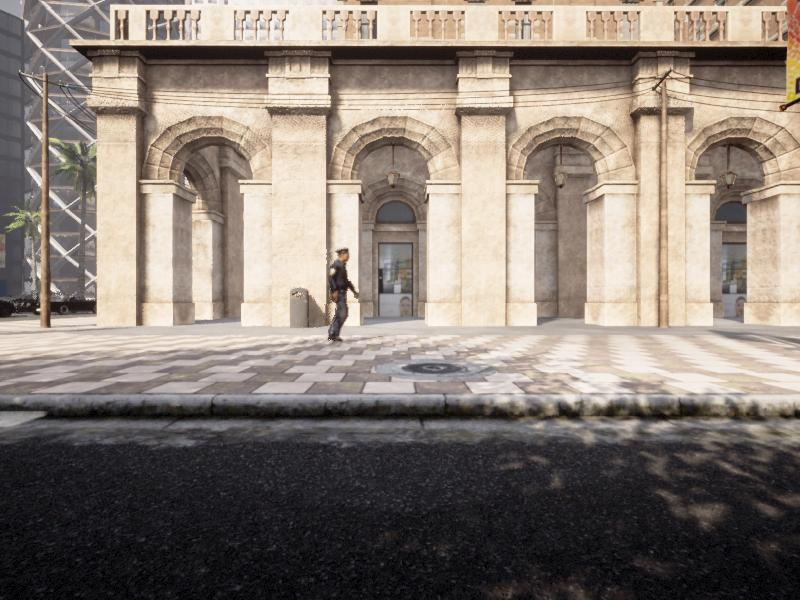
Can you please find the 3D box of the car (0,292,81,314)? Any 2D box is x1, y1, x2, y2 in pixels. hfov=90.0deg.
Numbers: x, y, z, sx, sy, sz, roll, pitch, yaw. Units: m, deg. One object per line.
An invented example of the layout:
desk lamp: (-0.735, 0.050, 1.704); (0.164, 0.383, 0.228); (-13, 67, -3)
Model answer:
car: (-26.539, 0.225, 29.737); (2.007, 1.525, 4.514); (0, 0, 0)

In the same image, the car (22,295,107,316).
car: (-23.035, 0.340, 27.750); (1.895, 1.301, 4.718); (0, 0, 0)

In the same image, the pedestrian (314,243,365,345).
pedestrian: (-1.152, -0.115, 7.757); (0.751, 1.860, 0.751); (0, 0, 14)

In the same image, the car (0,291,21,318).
car: (-23.029, 0.251, 21.246); (1.816, 1.474, 4.193); (0, 0, 0)
